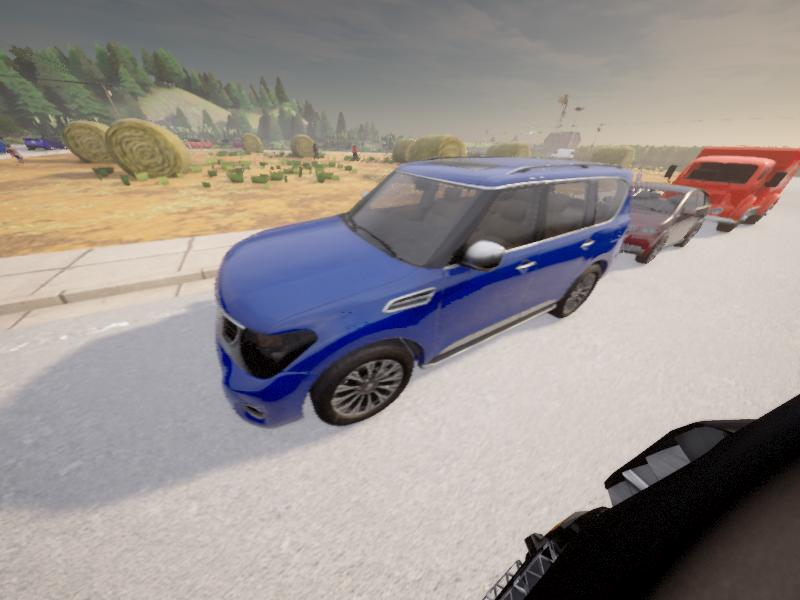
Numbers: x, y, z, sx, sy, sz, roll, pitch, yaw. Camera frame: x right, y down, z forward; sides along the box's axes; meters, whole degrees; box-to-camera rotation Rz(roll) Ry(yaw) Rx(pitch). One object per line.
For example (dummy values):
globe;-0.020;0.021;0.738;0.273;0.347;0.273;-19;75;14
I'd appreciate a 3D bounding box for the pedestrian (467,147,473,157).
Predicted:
pedestrian;16.649;-35.446;55.305;0.751;1.860;0.751;-12;36;-20

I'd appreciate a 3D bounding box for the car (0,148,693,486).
car;0.771;-0.705;3.100;5.566;2.045;2.150;-16;38;-25

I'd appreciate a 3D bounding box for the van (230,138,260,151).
van;-30.291;-30.507;45.290;4.442;1.987;1.775;-14;37;-22

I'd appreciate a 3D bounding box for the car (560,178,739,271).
car;6.499;-2.195;6.101;3.705;1.549;1.789;-16;38;-26

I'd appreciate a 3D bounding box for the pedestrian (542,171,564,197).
pedestrian;7.783;-5.920;11.779;0.500;1.100;0.500;28;42;33

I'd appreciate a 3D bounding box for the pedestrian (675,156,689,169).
pedestrian;49.522;-24.077;40.546;0.751;1.860;0.751;27;41;32

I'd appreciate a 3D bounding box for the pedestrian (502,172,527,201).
pedestrian;5.155;-5.123;10.437;0.500;1.100;0.500;-7;35;-14

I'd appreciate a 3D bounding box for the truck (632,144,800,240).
truck;12.150;-4.237;8.650;5.204;2.467;2.627;-16;38;-25

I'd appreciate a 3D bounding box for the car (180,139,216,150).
car;-37.091;-28.642;42.520;4.514;1.525;2.007;-14;37;-22

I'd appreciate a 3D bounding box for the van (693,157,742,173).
van;56.444;-24.097;41.206;2.069;2.038;4.480;-16;38;-25

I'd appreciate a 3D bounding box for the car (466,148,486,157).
car;21.021;-40.897;64.013;4.553;1.767;2.097;-14;37;-23

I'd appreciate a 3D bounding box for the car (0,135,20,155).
car;-38.209;-14.022;20.881;1.882;1.535;5.008;-16;38;-25

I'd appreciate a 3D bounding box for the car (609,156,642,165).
car;52.193;-32.304;53.530;2.038;1.542;4.974;-16;38;-25

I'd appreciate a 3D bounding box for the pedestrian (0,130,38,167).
pedestrian;-23.497;-9.152;13.954;0.751;1.860;0.751;-10;36;-17

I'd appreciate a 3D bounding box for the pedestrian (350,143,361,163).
pedestrian;-4.939;-16.214;25.529;0.751;1.860;0.751;20;38;24

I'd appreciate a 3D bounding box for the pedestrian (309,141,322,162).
pedestrian;-9.369;-16.498;25.674;0.751;1.860;0.751;7;34;6

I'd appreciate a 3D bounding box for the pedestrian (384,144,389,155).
pedestrian;-2.593;-29.294;45.013;0.751;1.860;0.751;15;36;18

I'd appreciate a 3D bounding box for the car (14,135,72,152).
car;-43.062;-19.072;28.059;2.007;1.525;4.514;-16;38;-25

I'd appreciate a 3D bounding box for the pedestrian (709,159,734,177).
pedestrian;37.609;-15.452;27.048;0.751;1.860;0.751;-14;37;-23

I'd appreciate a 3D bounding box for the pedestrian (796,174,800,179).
pedestrian;57.025;-18.011;32.317;0.751;1.860;0.751;-20;40;-29

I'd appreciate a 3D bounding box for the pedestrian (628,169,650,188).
pedestrian;16.615;-8.456;16.077;0.500;1.100;0.500;-5;35;-11

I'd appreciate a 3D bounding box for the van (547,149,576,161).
van;44.849;-40.413;64.178;1.988;2.561;5.915;-15;38;-24

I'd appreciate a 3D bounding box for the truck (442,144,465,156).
truck;14.030;-39.452;60.834;5.204;2.467;2.627;-14;37;-23
